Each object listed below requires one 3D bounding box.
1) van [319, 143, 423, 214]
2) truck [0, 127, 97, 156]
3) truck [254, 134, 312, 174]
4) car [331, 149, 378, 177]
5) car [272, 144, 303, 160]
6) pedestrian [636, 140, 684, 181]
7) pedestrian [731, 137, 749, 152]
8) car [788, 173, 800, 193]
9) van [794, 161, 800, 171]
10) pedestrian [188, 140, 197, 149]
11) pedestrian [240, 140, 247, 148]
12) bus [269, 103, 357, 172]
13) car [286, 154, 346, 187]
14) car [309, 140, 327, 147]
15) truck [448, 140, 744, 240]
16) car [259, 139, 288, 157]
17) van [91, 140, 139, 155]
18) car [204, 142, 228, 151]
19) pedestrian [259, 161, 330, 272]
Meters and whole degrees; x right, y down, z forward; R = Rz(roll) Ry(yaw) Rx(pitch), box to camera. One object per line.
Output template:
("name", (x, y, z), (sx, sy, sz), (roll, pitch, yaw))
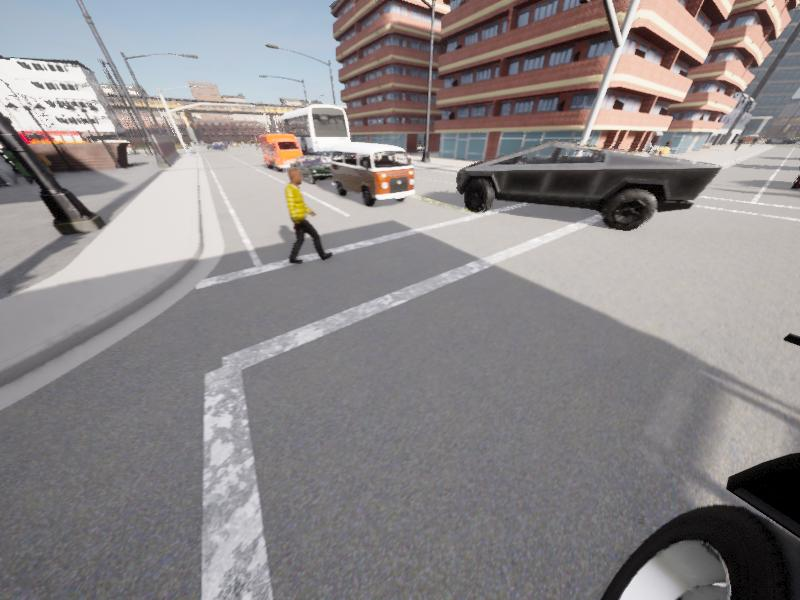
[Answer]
("van", (-1.348, -5.325, 9.686), (2.069, 2.038, 4.480), (-23, 41, -29))
("truck", (-59.914, -27.179, 39.613), (8.468, 3.827, 2.891), (-26, 43, -32))
("truck", (-9.676, -12.120, 19.013), (2.627, 2.467, 5.204), (-23, 41, -28))
("car", (-3.408, -10.223, 17.085), (1.845, 1.501, 3.633), (-23, 41, -28))
("car", (-14.672, -19.237, 29.952), (2.038, 1.542, 4.974), (-24, 41, -29))
("pedestrian", (14.132, -7.608, 12.631), (0.751, 1.860, 0.751), (5, 36, 8))
("pedestrian", (50.666, -23.236, 34.436), (0.751, 1.860, 0.751), (-24, 41, -29))
("car", (20.997, -6.006, 11.033), (4.181, 1.385, 1.994), (-22, 41, -28))
("van", (31.988, -10.778, 17.113), (4.480, 2.038, 2.069), (-22, 41, -28))
("pedestrian", (-50.513, -37.809, 56.251), (0.751, 1.860, 0.751), (14, 38, 19))
("pedestrian", (-41.446, -41.245, 61.036), (0.751, 1.860, 0.751), (-29, 44, -34))
("bus", (-8.419, -15.138, 21.732), (3.944, 4.253, 10.273), (-23, 41, -28))
("car", (-5.380, -8.250, 14.511), (1.895, 1.301, 4.718), (-23, 41, -29))
("car", (-22.735, -43.504, 64.279), (4.181, 1.385, 1.994), (-23, 41, -27))
("truck", (5.108, -3.919, 7.585), (6.274, 2.098, 2.390), (17, 40, 23))
("car", (-19.344, -23.178, 35.131), (2.150, 2.045, 5.566), (-24, 42, -30))
("van", (-48.678, -26.213, 39.698), (4.480, 2.038, 2.069), (-22, 41, -28))
("car", (-40.738, -34.017, 51.241), (3.806, 1.475, 1.970), (-21, 40, -27))
("pedestrian", (-1.965, -1.598, 4.529), (0.751, 1.860, 0.751), (-12, 37, -16))
